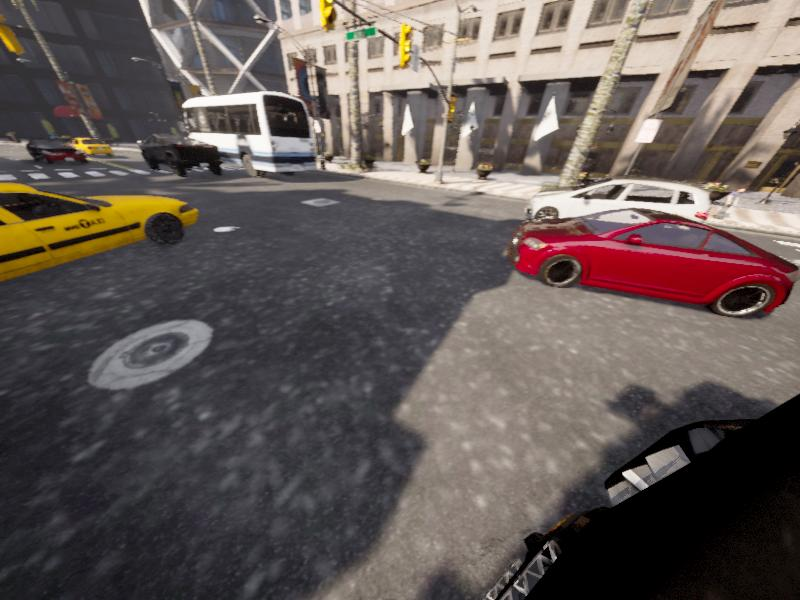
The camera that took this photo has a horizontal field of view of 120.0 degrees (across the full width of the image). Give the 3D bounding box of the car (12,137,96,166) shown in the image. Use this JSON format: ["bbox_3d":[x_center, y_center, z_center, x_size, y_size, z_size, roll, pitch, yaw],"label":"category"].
[{"bbox_3d":[-25.377,-10.965,16.968,4.792,1.488,2.163,18,37,22],"label":"car"}]

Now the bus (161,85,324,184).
[{"bbox_3d":[-10.637,-11.095,15.822,10.273,4.253,3.944,21,38,25],"label":"bus"}]

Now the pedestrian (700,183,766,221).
[{"bbox_3d":[13.696,-4.057,9.558,0.751,1.300,0.751,6,34,4],"label":"pedestrian"}]

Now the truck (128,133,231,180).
[{"bbox_3d":[-14.229,-9.375,14.911,6.274,2.098,2.390,21,38,25],"label":"truck"}]

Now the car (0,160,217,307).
[{"bbox_3d":[-6.409,-1.205,3.802,1.801,1.575,5.366,9,35,9],"label":"car"}]

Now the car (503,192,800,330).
[{"bbox_3d":[4.498,-1.046,4.602,4.181,1.385,1.994,13,35,14],"label":"car"}]

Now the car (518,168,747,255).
[{"bbox_3d":[6.861,-3.201,7.729,4.611,1.667,2.242,21,38,25],"label":"car"}]

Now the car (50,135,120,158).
[{"bbox_3d":[-29.573,-14.439,21.736,5.366,1.575,1.801,15,36,17],"label":"car"}]

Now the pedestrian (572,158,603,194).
[{"bbox_3d":[11.347,-7.522,14.042,0.751,1.860,0.751,20,37,23],"label":"pedestrian"}]
